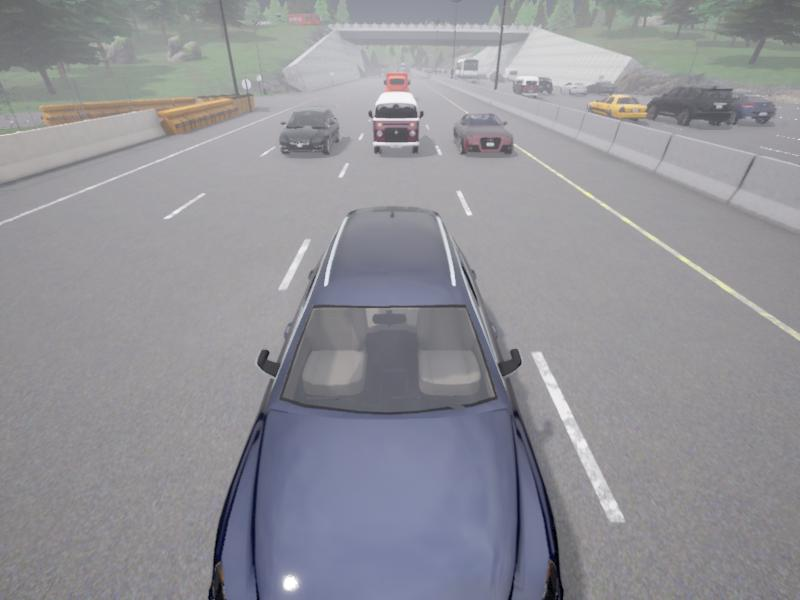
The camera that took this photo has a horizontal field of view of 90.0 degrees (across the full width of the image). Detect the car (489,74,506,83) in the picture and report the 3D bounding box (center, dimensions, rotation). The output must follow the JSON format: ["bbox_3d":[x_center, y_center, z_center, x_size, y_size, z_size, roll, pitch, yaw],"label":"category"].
[{"bbox_3d":[20.487,-46.700,84.269,2.242,1.667,4.611,0,30,0],"label":"car"}]

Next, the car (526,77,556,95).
[{"bbox_3d":[17.177,-26.277,49.039,1.932,1.855,4.605,0,30,0],"label":"car"}]

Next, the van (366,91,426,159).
[{"bbox_3d":[-0.149,-7.311,16.461,2.069,2.038,4.480,0,30,0],"label":"van"}]

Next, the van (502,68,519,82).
[{"bbox_3d":[23.974,-49.015,87.194,1.988,2.561,5.915,0,30,0],"label":"van"}]

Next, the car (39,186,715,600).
[{"bbox_3d":[-0.081,0.398,3.702,2.033,1.649,4.856,0,30,0],"label":"car"}]

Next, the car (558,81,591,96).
[{"bbox_3d":[20.684,-25.195,47.626,1.812,1.442,4.674,0,30,0],"label":"car"}]

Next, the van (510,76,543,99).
[{"bbox_3d":[13.706,-23.252,43.708,2.069,2.038,4.480,0,30,0],"label":"van"}]

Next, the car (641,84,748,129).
[{"bbox_3d":[17.310,-11.753,24.064,2.150,2.045,5.566,0,30,0],"label":"car"}]

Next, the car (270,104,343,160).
[{"bbox_3d":[-3.665,-7.119,16.668,1.837,1.490,4.892,1,30,0],"label":"car"}]

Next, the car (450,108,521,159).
[{"bbox_3d":[3.351,-6.943,16.501,1.994,1.385,4.181,0,30,0],"label":"car"}]

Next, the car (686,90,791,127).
[{"bbox_3d":[20.805,-12.055,25.004,2.152,1.651,5.027,0,30,0],"label":"car"}]

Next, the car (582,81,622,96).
[{"bbox_3d":[24.183,-25.465,48.142,2.033,1.411,5.357,0,30,0],"label":"car"}]

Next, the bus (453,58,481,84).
[{"bbox_3d":[13.380,-46.413,81.077,3.944,4.253,10.273,0,30,0],"label":"bus"}]

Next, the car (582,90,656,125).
[{"bbox_3d":[13.802,-12.434,25.684,1.801,1.575,5.366,0,30,0],"label":"car"}]

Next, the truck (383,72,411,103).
[{"bbox_3d":[-0.274,-21.119,39.623,2.627,2.467,5.204,0,30,0],"label":"truck"}]
